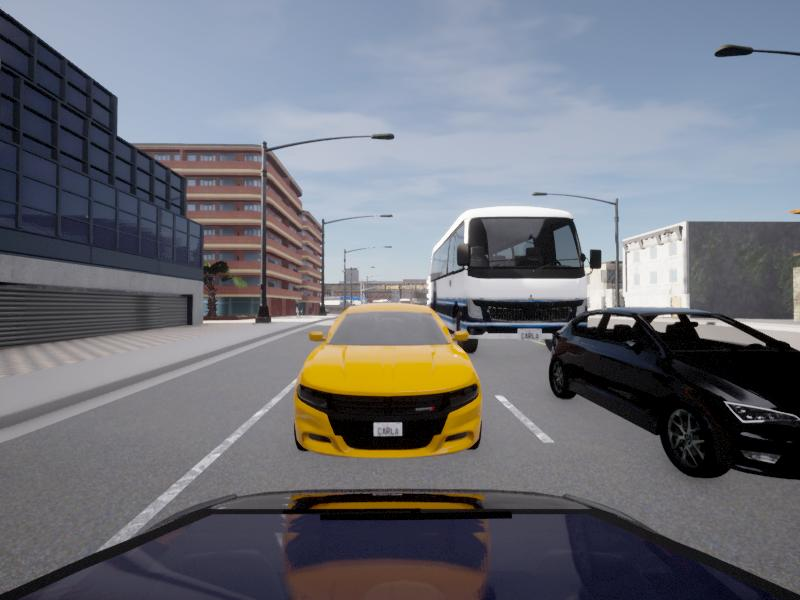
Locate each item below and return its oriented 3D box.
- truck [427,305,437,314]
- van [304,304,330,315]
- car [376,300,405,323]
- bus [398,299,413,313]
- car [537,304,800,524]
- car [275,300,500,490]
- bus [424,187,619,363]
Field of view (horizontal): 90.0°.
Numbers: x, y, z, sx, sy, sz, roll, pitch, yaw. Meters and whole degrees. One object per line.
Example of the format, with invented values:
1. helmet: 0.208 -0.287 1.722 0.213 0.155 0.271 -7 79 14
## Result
1. truck: 8.584 2.479 106.536 2.627 2.467 5.204 0 -1 6
2. van: -19.654 2.234 95.167 5.915 2.561 1.988 0 -1 -2
3. car: -0.652 0.770 27.826 1.812 1.442 4.674 0 -1 -1
4. bus: 1.565 1.823 119.627 3.944 4.253 10.273 0 -1 -1
5. car: 3.366 0.830 4.938 1.816 1.474 4.193 0 0 -1
6. car: -0.158 0.790 5.854 1.882 1.535 5.008 0 1 -1
7. bus: 3.261 -0.654 14.845 3.944 4.253 10.273 0 1 -1
